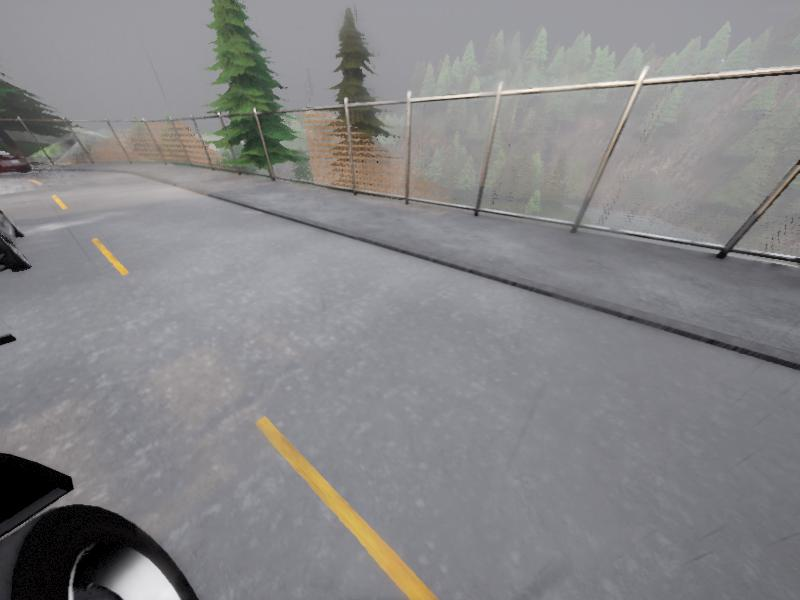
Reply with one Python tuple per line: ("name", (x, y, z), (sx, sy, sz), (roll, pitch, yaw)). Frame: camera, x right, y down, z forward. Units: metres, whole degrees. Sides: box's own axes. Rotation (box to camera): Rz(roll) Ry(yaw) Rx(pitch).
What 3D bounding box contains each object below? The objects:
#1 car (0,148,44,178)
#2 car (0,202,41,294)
("car", (-27.507, -8.813, 14.826), (4.792, 1.488, 2.163), (-5, 35, -8))
("car", (-9.368, -1.421, 4.399), (5.238, 1.638, 1.930), (23, 41, 28))
